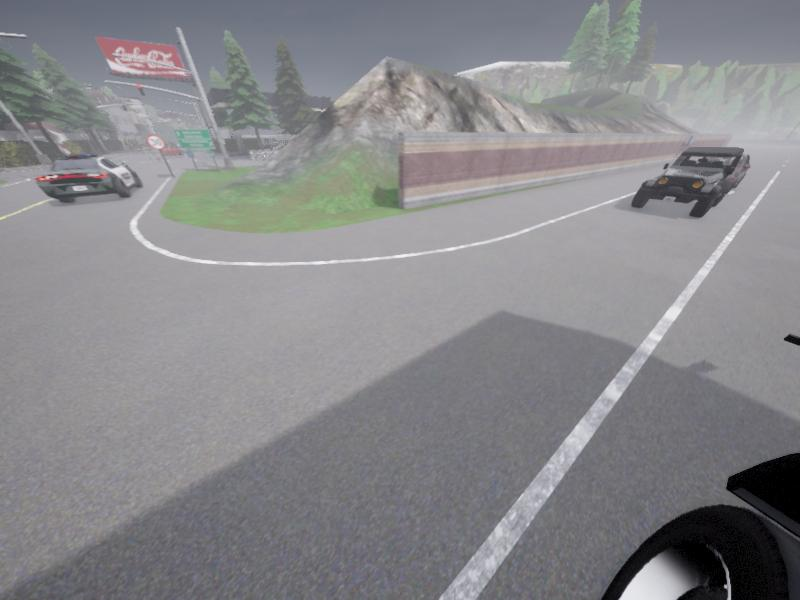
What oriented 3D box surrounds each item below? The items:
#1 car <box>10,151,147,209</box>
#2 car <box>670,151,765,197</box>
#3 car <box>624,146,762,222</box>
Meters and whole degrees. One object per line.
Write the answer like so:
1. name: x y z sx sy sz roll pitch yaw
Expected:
1. car: -13.280 -5.460 10.090 2.038 1.542 4.974 -22 41 -28
2. car: 15.334 -6.183 11.174 3.705 1.549 1.789 -22 41 -28
3. car: 10.498 -4.354 8.336 3.866 1.878 1.905 -22 41 -28
